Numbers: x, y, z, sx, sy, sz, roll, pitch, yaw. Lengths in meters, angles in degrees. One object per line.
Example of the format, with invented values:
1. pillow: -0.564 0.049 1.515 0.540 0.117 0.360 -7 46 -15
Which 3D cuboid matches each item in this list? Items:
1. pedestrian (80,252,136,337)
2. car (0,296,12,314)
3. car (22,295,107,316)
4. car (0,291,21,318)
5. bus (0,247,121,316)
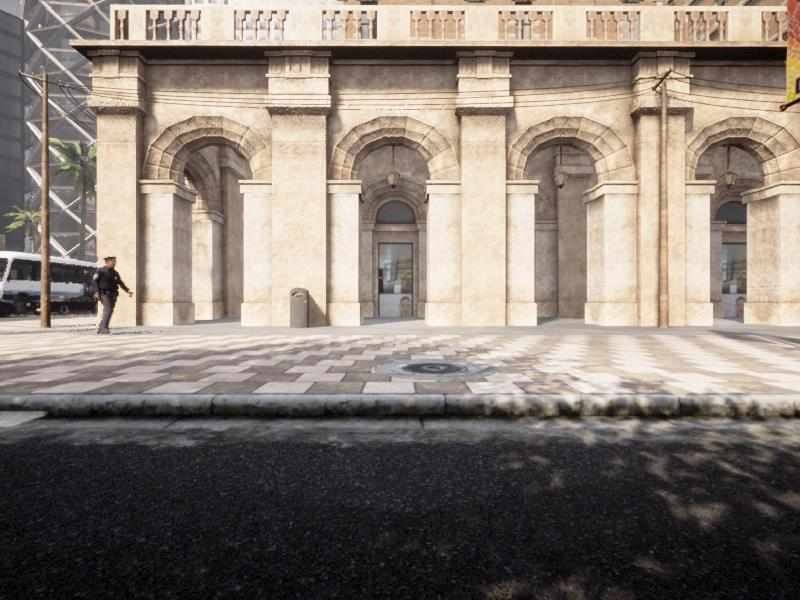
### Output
1. pedestrian: -6.750 -0.116 9.261 0.751 1.860 0.751 0 0 16
2. car: -30.045 0.340 27.605 1.895 1.301 4.718 0 0 0
3. car: -23.035 0.340 27.750 1.895 1.301 4.718 0 0 0
4. car: -23.029 0.251 21.246 1.816 1.474 4.193 0 0 0
5. bus: -26.425 -1.135 29.884 3.944 4.253 10.273 0 0 0
